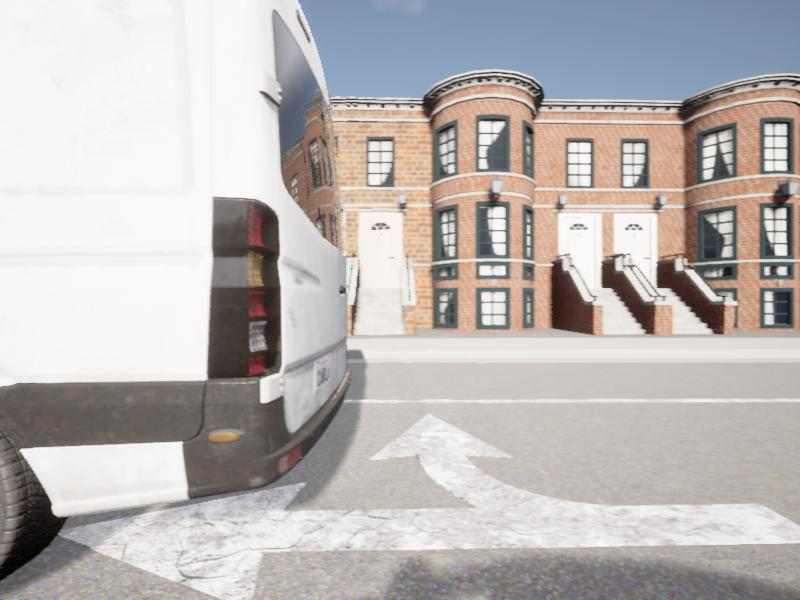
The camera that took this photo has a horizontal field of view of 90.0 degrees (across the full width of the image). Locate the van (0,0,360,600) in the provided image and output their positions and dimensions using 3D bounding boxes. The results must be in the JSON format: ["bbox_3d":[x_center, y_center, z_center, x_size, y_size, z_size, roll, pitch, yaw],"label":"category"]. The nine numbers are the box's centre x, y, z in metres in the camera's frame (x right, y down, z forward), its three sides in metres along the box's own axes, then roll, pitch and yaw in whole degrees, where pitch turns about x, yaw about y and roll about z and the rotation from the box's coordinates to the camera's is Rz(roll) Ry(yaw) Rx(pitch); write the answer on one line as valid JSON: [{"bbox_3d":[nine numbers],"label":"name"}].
[{"bbox_3d":[-3.278,-0.262,2.209,5.915,2.561,1.988,0,0,0],"label":"van"}]
